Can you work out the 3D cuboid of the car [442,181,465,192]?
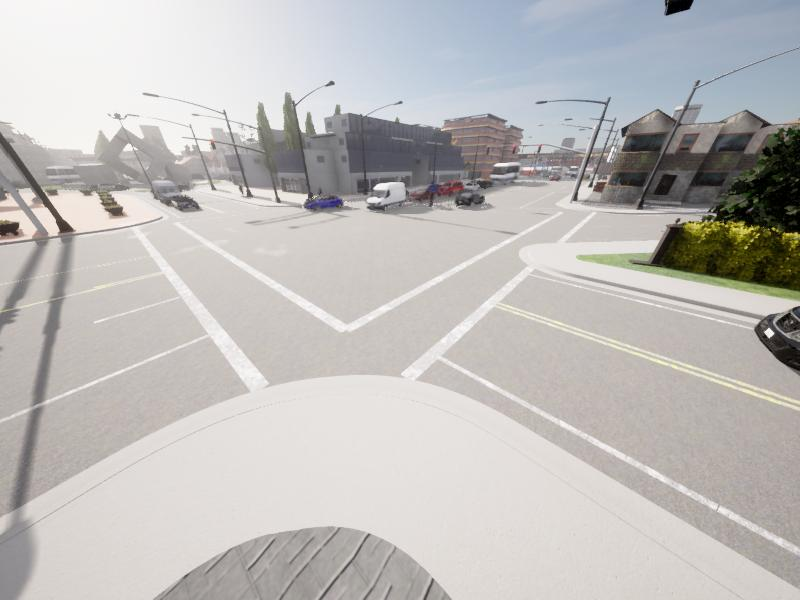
[{"bbox_3d":[10.132,-21.477,43.615,1.837,1.490,4.892,23,39,34],"label":"car"}]

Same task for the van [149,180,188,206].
[{"bbox_3d":[-29.986,-13.922,29.886,5.915,2.561,1.988,23,37,34],"label":"van"}]

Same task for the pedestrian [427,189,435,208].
[{"bbox_3d":[3.562,-11.685,26.612,0.751,1.860,0.751,6,31,11],"label":"pedestrian"}]

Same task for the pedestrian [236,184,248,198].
[{"bbox_3d":[-22.968,-15.823,33.510,0.751,1.860,0.751,22,37,33],"label":"pedestrian"}]

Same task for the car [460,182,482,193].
[{"bbox_3d":[12.812,-20.326,41.678,1.812,1.442,4.674,23,38,34],"label":"car"}]

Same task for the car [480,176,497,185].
[{"bbox_3d":[20.958,-28.355,54.627,1.882,1.535,5.008,23,38,34],"label":"car"}]

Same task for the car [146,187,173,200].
[{"bbox_3d":[-35.399,-15.730,34.023,3.633,1.501,1.845,23,37,33],"label":"car"}]

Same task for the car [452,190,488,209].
[{"bbox_3d":[8.540,-12.278,27.974,1.882,1.535,5.008,24,38,35],"label":"car"}]

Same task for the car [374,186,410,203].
[{"bbox_3d":[-0.955,-14.752,32.156,1.930,1.638,5.238,23,37,34],"label":"car"}]

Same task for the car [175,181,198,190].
[{"bbox_3d":[-45.781,-24.673,49.651,2.033,1.411,5.357,-12,32,-20],"label":"car"}]

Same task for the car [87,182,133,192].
[{"bbox_3d":[-56.150,-22.010,44.901,4.974,1.542,2.038,-16,33,-26],"label":"car"}]

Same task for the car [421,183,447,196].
[{"bbox_3d":[5.827,-18.823,39.197,1.882,1.535,5.008,23,37,34],"label":"car"}]

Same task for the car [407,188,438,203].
[{"bbox_3d":[3.182,-14.408,31.735,1.812,1.442,4.674,23,37,34],"label":"car"}]

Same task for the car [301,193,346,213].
[{"bbox_3d":[-8.383,-10.769,25.489,4.193,1.474,1.816,-22,37,-33],"label":"car"}]

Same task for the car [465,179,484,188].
[{"bbox_3d":[16.087,-25.173,49.710,1.994,1.385,4.181,23,39,34],"label":"car"}]

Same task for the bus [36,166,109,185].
[{"bbox_3d":[-88.172,-33.899,62.765,3.944,4.253,10.273,1,30,2],"label":"bus"}]

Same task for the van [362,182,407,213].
[{"bbox_3d":[-1.514,-11.495,25.674,1.988,2.561,5.915,15,33,25],"label":"van"}]

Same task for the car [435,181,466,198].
[{"bbox_3d":[8.046,-17.633,36.635,2.150,2.045,5.566,23,37,34],"label":"car"}]

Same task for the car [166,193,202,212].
[{"bbox_3d":[-24.281,-11.043,25.962,4.193,1.474,1.816,23,37,34],"label":"car"}]

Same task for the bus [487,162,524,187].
[{"bbox_3d":[23.932,-28.490,52.139,3.944,4.253,10.273,23,38,34],"label":"bus"}]

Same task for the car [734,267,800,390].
[{"bbox_3d":[11.035,1.388,3.860,5.566,2.045,2.150,23,37,34],"label":"car"}]

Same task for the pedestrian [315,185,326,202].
[{"bbox_3d":[-10.462,-13.981,30.313,0.751,1.860,0.751,12,32,20],"label":"pedestrian"}]

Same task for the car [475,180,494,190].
[{"bbox_3d":[16.769,-22.828,45.709,1.816,1.474,4.193,23,39,34],"label":"car"}]
